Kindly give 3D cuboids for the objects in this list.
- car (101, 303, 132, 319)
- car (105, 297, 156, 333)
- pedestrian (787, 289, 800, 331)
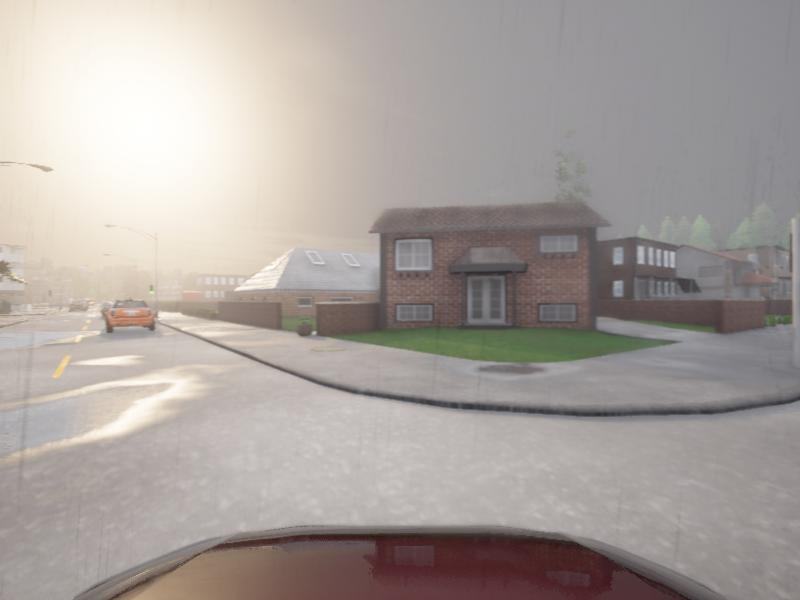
[{"bbox_3d":[-26.506,1.001,37.313,1.994,1.385,4.181,0,0,-40],"label":"car"},{"bbox_3d":[-14.979,0.746,22.119,2.097,1.767,4.553,0,0,-37],"label":"car"},{"bbox_3d":[18.120,0.459,18.099,0.751,1.860,0.751,0,0,-39],"label":"pedestrian"}]
